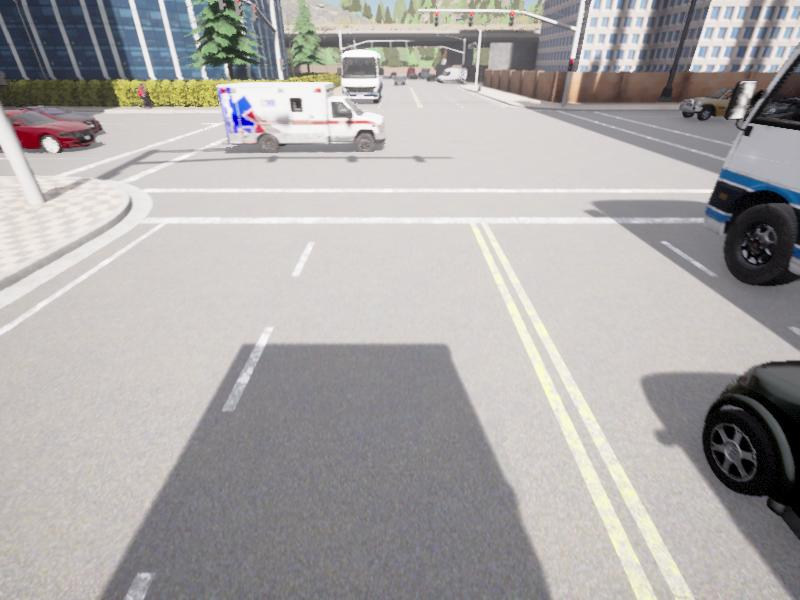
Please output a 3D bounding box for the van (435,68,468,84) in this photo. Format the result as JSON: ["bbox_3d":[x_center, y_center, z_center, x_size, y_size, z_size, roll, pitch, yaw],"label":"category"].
[{"bbox_3d":[9.736,-42.603,76.119,5.915,2.561,1.988,-11,32,-18],"label":"van"}]

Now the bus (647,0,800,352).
[{"bbox_3d":[6.878,-0.386,2.443,3.944,4.253,10.273,0,30,0],"label":"bus"}]

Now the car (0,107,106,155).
[{"bbox_3d":[-15.298,-6.879,16.226,5.008,1.535,1.882,0,30,0],"label":"car"}]

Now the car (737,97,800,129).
[{"bbox_3d":[22.032,-10.601,22.641,3.806,1.475,1.970,0,30,1],"label":"car"}]

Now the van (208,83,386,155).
[{"bbox_3d":[-3.799,-7.349,16.146,6.366,2.431,2.351,0,30,-1],"label":"van"}]

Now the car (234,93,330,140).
[{"bbox_3d":[-5.544,-8.873,19.282,3.866,1.878,1.905,-1,30,-1],"label":"car"}]

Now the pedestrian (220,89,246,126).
[{"bbox_3d":[-9.517,-10.983,22.870,0.751,1.860,0.751,2,30,4],"label":"pedestrian"}]

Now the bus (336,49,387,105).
[{"bbox_3d":[-3.397,-21.720,38.895,3.944,4.253,10.273,0,30,0],"label":"bus"}]

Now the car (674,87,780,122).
[{"bbox_3d":[20.716,-12.534,25.546,4.605,1.855,1.932,1,30,2],"label":"car"}]

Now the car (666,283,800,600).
[{"bbox_3d":[3.499,1.476,1.934,1.789,1.549,3.705,0,30,0],"label":"car"}]

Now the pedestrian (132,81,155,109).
[{"bbox_3d":[-19.336,-15.447,30.196,0.751,1.860,0.751,2,30,3],"label":"pedestrian"}]

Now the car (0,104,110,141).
[{"bbox_3d":[-16.979,-8.574,19.290,4.181,1.385,1.994,0,30,0],"label":"car"}]
